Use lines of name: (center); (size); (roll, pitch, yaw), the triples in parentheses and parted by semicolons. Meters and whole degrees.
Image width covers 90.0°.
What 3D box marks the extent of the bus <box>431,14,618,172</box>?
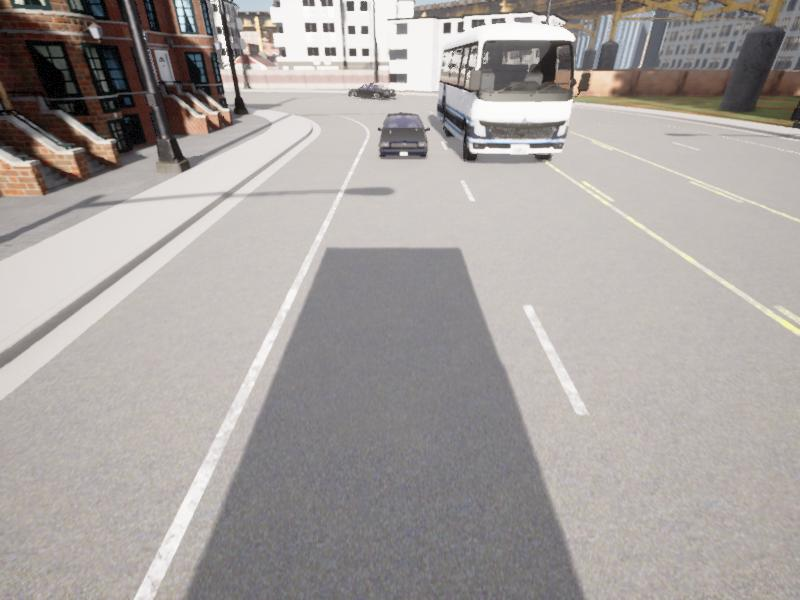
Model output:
bus: (3.886, -8.650, 16.554); (3.944, 4.253, 10.273); (-1, 30, -2)

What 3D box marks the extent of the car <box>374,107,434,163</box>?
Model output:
car: (0.146, -6.879, 16.354); (2.033, 1.411, 5.357); (0, 30, 0)

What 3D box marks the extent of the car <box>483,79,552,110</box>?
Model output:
car: (9.625, -17.266, 33.449); (2.150, 2.045, 5.566); (-15, 33, -24)

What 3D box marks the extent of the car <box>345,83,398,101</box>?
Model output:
car: (-2.943, -21.634, 41.547); (5.357, 1.411, 2.033); (20, 36, 30)
